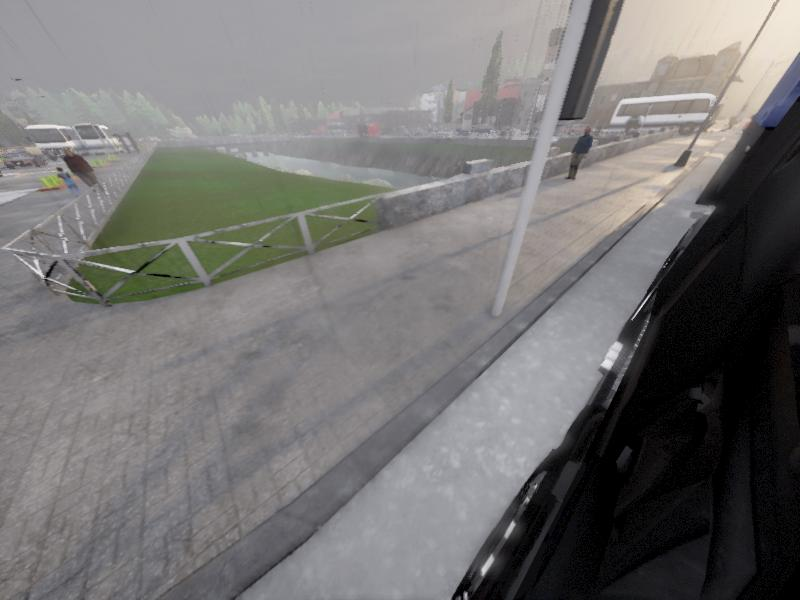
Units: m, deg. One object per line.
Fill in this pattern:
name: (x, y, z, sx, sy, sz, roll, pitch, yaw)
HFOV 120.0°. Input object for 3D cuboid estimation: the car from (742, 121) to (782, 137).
car: (39.688, -18.830, 25.401, 4.718, 1.301, 1.895, -28, 44, -30)

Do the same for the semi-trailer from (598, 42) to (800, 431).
semi-trailer: (8.693, -3.599, 4.246, 14.254, 4.402, 2.717, -28, 44, -30)

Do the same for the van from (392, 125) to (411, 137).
van: (0.319, -48.649, 66.416, 1.988, 2.561, 5.915, -28, 44, -30)

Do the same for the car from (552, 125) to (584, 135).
car: (30.683, -31.111, 42.246, 1.994, 1.385, 4.181, -28, 44, -30)

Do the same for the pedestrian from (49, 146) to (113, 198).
pedestrian: (-13.890, -5.615, 10.155, 0.751, 1.860, 0.751, -29, 44, -31)

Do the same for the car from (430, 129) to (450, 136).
car: (9.903, -41.602, 57.499, 1.895, 1.301, 4.718, -28, 44, -30)

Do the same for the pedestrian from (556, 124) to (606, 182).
pedestrian: (7.178, -5.848, 9.256, 0.751, 1.860, 0.751, -18, 40, -20)

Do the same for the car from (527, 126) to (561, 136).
car: (25.942, -30.608, 41.907, 1.895, 1.301, 4.718, -28, 44, -30)

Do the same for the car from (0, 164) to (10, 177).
car: (-33.103, -10.011, 17.521, 1.930, 1.638, 5.238, -28, 44, -30)

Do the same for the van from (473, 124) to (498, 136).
van: (18.168, -36.205, 49.247, 1.775, 1.987, 4.442, -28, 44, -30)

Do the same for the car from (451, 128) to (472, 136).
car: (14.113, -38.787, 53.351, 1.816, 1.474, 4.193, -28, 44, -30)

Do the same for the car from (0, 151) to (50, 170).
car: (-40.746, -15.149, 25.042, 1.994, 1.385, 4.181, -28, 44, -30)

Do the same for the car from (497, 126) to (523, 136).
car: (21.788, -33.523, 45.885, 1.970, 1.475, 3.806, -28, 44, -30)

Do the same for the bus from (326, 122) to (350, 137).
bus: (-24.265, -66.285, 89.926, 3.944, 4.253, 10.273, -28, 44, -30)

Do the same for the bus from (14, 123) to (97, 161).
bus: (-52.952, -24.758, 36.153, 3.944, 4.253, 10.273, -28, 44, -30)

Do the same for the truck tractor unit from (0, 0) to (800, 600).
truck tractor unit: (2.645, -0.295, 0.351, 6.516, 4.208, 3.053, -28, 44, -30)

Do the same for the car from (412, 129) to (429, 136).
car: (5.416, -44.735, 61.814, 1.812, 1.442, 4.674, -28, 44, -30)

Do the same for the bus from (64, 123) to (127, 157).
bus: (-52.431, -27.901, 40.319, 3.944, 4.253, 10.273, -28, 44, -30)

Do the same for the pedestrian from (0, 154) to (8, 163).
pedestrian: (-52.180, -18.507, 29.822, 0.751, 1.300, 0.751, -22, 41, -24)

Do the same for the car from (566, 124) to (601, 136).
car: (30.030, -27.870, 37.868, 1.970, 1.475, 3.806, -28, 44, -30)

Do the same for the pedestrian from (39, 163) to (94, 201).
pedestrian: (-14.329, -5.116, 9.981, 0.751, 1.300, 0.751, 26, 45, 32)

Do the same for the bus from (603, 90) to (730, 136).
bus: (35.673, -25.255, 31.740, 3.944, 4.253, 10.273, -29, 44, -31)
